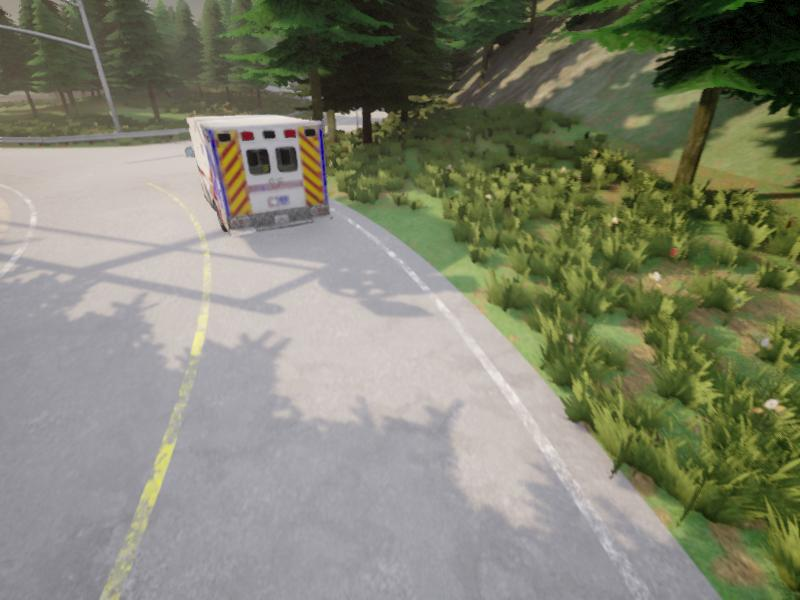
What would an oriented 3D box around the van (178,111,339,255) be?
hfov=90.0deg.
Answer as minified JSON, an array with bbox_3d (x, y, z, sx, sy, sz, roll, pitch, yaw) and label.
[{"bbox_3d":[-4.061,-3.563,10.694,2.351,2.431,6.366,-16,31,-26],"label":"van"}]
